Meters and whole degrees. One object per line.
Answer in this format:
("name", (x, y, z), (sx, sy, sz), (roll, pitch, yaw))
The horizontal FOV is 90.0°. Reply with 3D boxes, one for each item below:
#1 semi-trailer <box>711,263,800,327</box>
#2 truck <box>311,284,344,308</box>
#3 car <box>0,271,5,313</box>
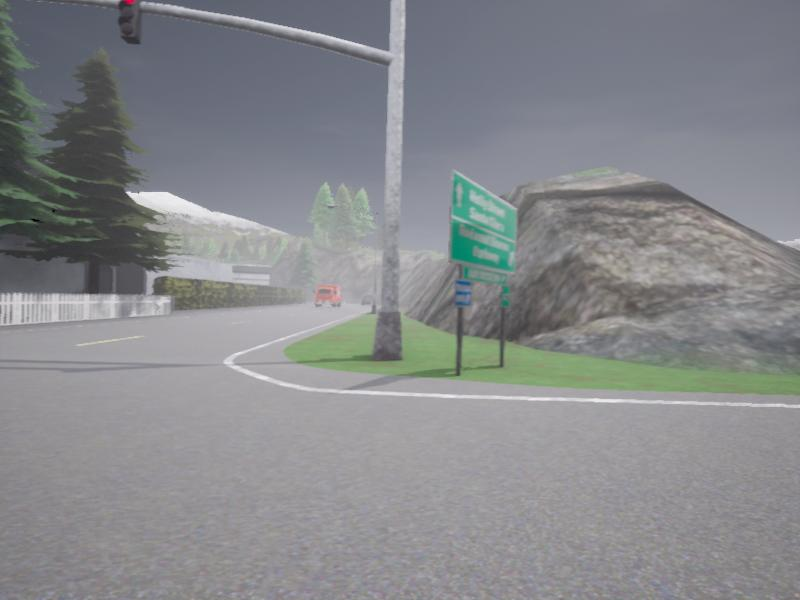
("semi-trailer", (28.848, -0.300, 28.109), (2.717, 4.402, 14.254), (2, 0, 0))
("truck", (-8.000, -0.422, 44.660), (2.627, 2.467, 5.204), (2, 0, 0))
("car", (-19.230, -0.388, 16.541), (1.905, 1.878, 3.866), (2, 0, 0))
